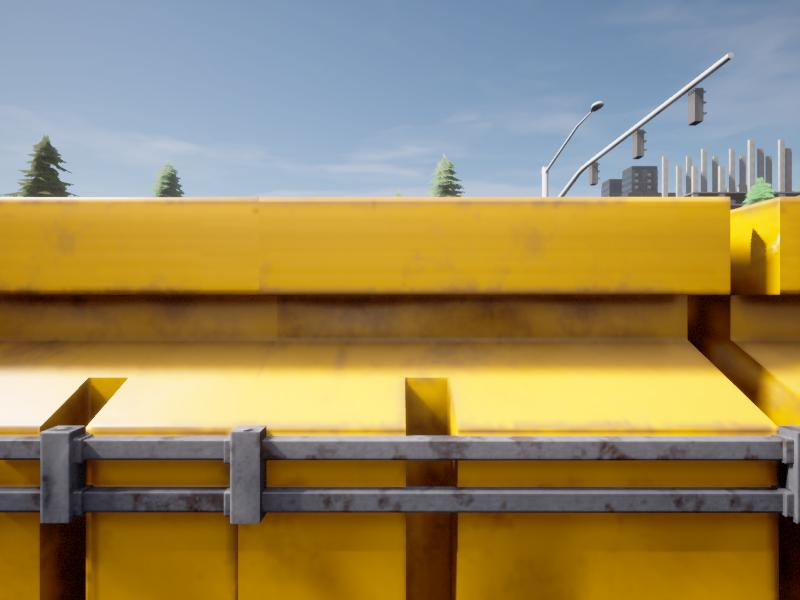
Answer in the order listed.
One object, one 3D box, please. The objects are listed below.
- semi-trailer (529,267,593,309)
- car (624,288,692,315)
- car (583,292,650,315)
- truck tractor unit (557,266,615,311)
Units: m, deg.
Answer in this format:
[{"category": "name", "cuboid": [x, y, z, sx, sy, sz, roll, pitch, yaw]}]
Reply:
[{"category": "semi-trailer", "cuboid": [19.197, -1.223, 49.031, 2.717, 4.402, 14.254, 0, 0, 3]}, {"category": "car", "cuboid": [18.474, 0.091, 28.975, 2.097, 1.767, 4.553, 0, 0, 2]}, {"category": "car", "cuboid": [14.937, 0.233, 27.992, 2.128, 1.511, 4.902, 0, 0, 2]}, {"category": "truck tractor unit", "cuboid": [18.862, -1.103, 41.117, 3.053, 4.208, 6.516, 0, 0, 2]}]
